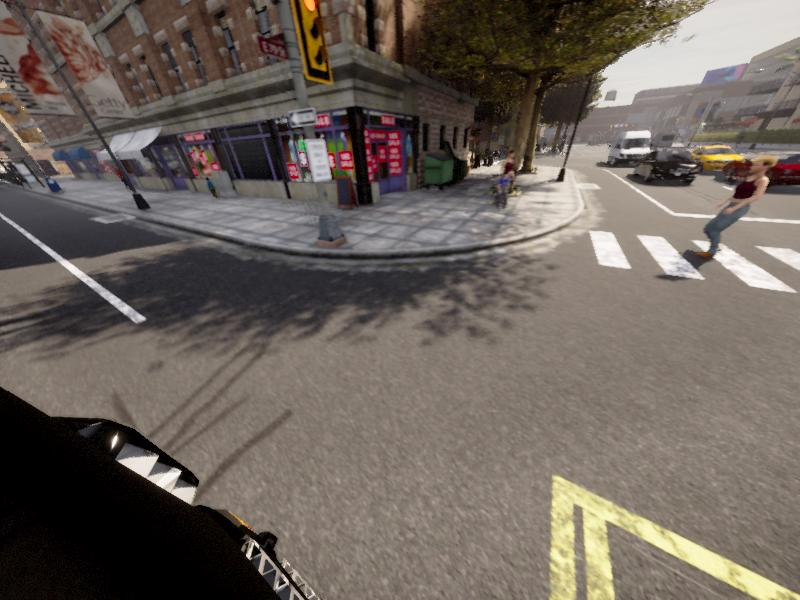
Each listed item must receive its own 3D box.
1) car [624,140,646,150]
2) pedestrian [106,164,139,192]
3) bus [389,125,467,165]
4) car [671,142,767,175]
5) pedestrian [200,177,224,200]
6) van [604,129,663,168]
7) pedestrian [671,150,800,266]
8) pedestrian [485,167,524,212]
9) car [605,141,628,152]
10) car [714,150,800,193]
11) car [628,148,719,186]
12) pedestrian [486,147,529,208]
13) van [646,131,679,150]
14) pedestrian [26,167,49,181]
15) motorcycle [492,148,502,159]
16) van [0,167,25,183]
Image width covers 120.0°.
[{"bbox_3d":[44.728,-29.531,44.090,1.837,1.490,4.892,16,37,26],"label":"car"},{"bbox_3d":[-21.420,-9.439,17.861,0.751,1.860,0.751,16,38,26],"label":"pedestrian"},{"bbox_3d":[3.891,-22.282,33.609,10.273,4.253,3.944,16,38,26],"label":"bus"},{"bbox_3d":[20.838,-9.551,15.490,1.801,1.575,5.366,16,38,26],"label":"car"},{"bbox_3d":[-10.403,-6.178,12.797,0.500,1.100,0.500,15,37,25],"label":"pedestrian"},{"bbox_3d":[20.523,-13.549,20.702,1.988,2.561,5.915,16,38,26],"label":"van"},{"bbox_3d":[6.354,-1.720,4.388,0.751,1.860,0.751,16,38,26],"label":"pedestrian"},{"bbox_3d":[3.591,-3.862,8.072,0.751,1.300,0.751,-6,33,-4],"label":"pedestrian"},{"bbox_3d":[39.076,-27.774,41.830,2.128,1.511,4.902,16,38,26],"label":"car"},{"bbox_3d":[17.432,-6.016,10.641,1.895,1.301,4.718,16,38,26],"label":"car"},{"bbox_3d":[15.168,-7.729,13.224,1.837,1.490,4.892,16,38,26],"label":"car"},{"bbox_3d":[3.850,-4.441,8.422,0.751,1.860,0.751,-13,35,-16],"label":"pedestrian"},{"bbox_3d":[47.597,-28.967,42.070,1.988,2.561,5.915,16,38,26],"label":"van"},{"bbox_3d":[-54.200,-18.852,34.548,0.751,1.860,0.751,3,34,9],"label":"pedestrian"},{"bbox_3d":[15.836,-23.917,37.669,0.764,1.277,2.356,-10,33,7],"label":"motorcycle"},{"bbox_3d":[-68.800,-21.151,39.264,4.480,2.038,2.069,-22,38,-26],"label":"van"}]
